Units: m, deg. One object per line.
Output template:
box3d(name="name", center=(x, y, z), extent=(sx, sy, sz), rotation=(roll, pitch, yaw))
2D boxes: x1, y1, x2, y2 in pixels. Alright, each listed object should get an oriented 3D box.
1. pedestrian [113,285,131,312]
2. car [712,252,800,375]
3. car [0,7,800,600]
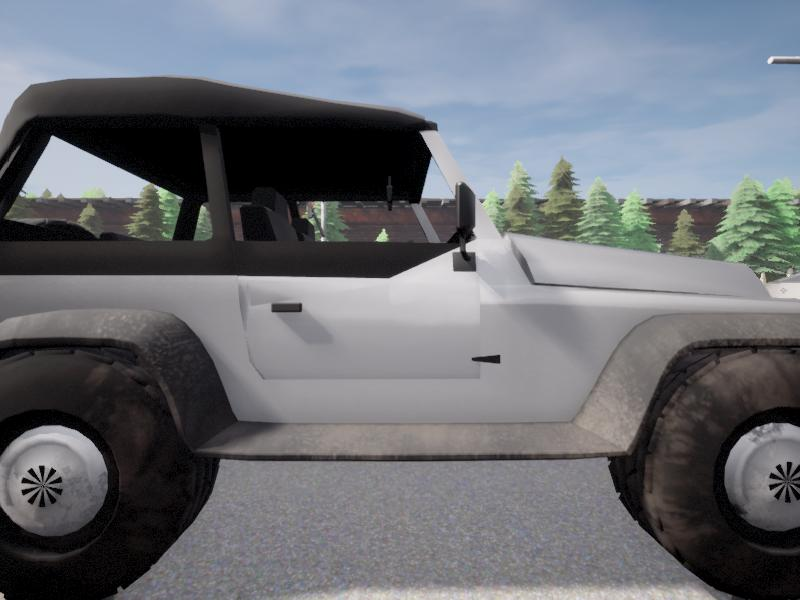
box3d(name="pedestrian", center=(-19.759, -0.115, 28.450), extent=(0.751, 1.860, 0.751), rotation=(0, 0, 1))
box3d(name="car", center=(7.864, 0.181, 5.792), extent=(5.027, 1.651, 2.152), rotation=(0, 0, -1))
box3d(name="car", center=(-0.088, 0.046, 2.186), extent=(3.866, 1.878, 1.905), rotation=(0, 0, -1))
